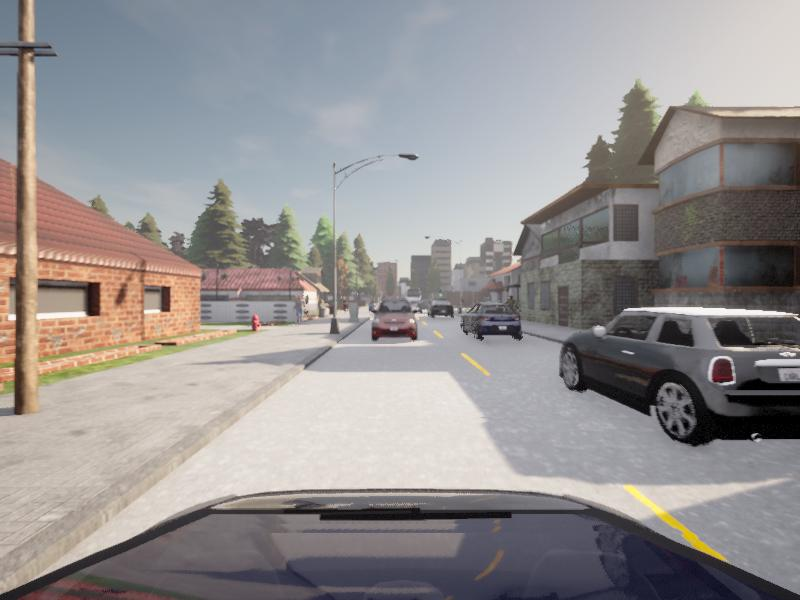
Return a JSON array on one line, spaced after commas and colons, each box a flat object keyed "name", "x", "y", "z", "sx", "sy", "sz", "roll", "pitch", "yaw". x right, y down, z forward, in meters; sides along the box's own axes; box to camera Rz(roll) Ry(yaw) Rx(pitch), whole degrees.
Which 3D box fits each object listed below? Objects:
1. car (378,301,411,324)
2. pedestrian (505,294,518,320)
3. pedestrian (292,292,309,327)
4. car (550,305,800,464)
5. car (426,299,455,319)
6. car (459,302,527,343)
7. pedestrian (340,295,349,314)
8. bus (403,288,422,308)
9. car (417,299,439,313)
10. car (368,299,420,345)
[{"name": "car", "x": -0.351, "y": 0.817, "z": 28.274, "sx": 2.163, "sy": 1.488, "sz": 4.792, "roll": 0, "pitch": 0, "yaw": 0}, {"name": "pedestrian", "x": 8.188, "y": 0.498, "z": 29.428, "sx": 0.751, "sy": 1.860, "sz": 0.751, "roll": 0, "pitch": 0, "yaw": -1}, {"name": "pedestrian", "x": -5.494, "y": 0.506, "z": 22.045, "sx": 0.751, "sy": 1.860, "sz": 0.751, "roll": 0, "pitch": 0, "yaw": -1}, {"name": "car", "x": 3.901, "y": 0.845, "z": 5.797, "sx": 1.970, "sy": 1.475, "sz": 3.806, "roll": 0, "pitch": 0, "yaw": -1}, {"name": "car", "x": 3.526, "y": 0.728, "z": 35.496, "sx": 1.930, "sy": 1.638, "sz": 5.238, "roll": 0, "pitch": 0, "yaw": -1}, {"name": "car", "x": 3.763, "y": 0.833, "z": 16.931, "sx": 1.816, "sy": 1.474, "sz": 4.193, "roll": 0, "pitch": 0, "yaw": -1}, {"name": "pedestrian", "x": -5.493, "y": 0.485, "z": 39.669, "sx": 0.751, "sy": 1.860, "sz": 0.751, "roll": 0, "pitch": 0, "yaw": -19}, {"name": "bus", "x": 2.691, "y": -0.426, "z": 89.699, "sx": 3.944, "sy": 4.253, "sz": 10.273, "roll": 0, "pitch": 0, "yaw": -1}, {"name": "car", "x": 3.352, "y": 0.722, "z": 48.673, "sx": 2.152, "sy": 1.651, "sz": 5.027, "roll": 0, "pitch": 0, "yaw": -1}, {"name": "car", "x": -0.199, "y": 0.768, "z": 16.158, "sx": 1.851, "sy": 1.617, "sz": 3.988, "roll": 0, "pitch": 0, "yaw": 0}]
